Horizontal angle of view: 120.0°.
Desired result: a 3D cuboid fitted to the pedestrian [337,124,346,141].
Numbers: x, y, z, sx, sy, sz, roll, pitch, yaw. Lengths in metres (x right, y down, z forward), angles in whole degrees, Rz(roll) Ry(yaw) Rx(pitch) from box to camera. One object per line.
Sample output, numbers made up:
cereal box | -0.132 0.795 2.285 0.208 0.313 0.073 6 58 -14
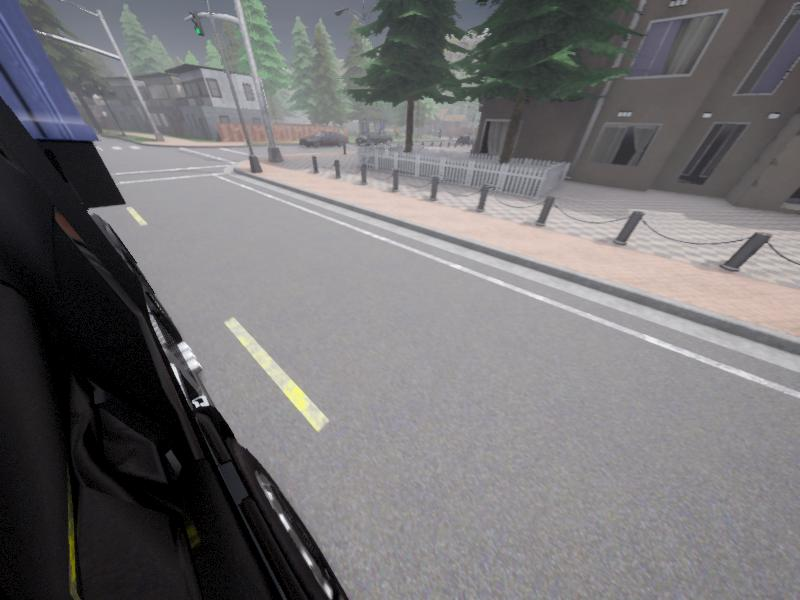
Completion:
pedestrian | -7.980 -22.863 31.551 0.751 1.860 0.751 30 45 31

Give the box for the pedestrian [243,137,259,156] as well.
pedestrian | -10.712 -10.992 16.582 0.500 1.100 0.500 23 42 25

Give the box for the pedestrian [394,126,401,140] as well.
pedestrian | -0.472 -27.790 38.485 0.751 1.860 0.751 27 43 29

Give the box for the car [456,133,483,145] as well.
car | 11.520 -26.570 38.101 2.038 1.542 4.974 29 44 31

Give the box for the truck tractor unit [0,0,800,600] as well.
truck tractor unit | -2.645 -0.295 0.351 6.516 4.208 3.053 28 44 30

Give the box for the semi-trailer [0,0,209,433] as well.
semi-trailer | -9.372 -3.061 3.370 14.254 4.402 2.717 19 36 20

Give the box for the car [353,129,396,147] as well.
car | -3.068 -20.241 28.847 2.152 1.651 5.027 29 45 31

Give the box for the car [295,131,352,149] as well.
car | -7.890 -16.998 24.478 2.033 1.411 5.357 29 45 31
